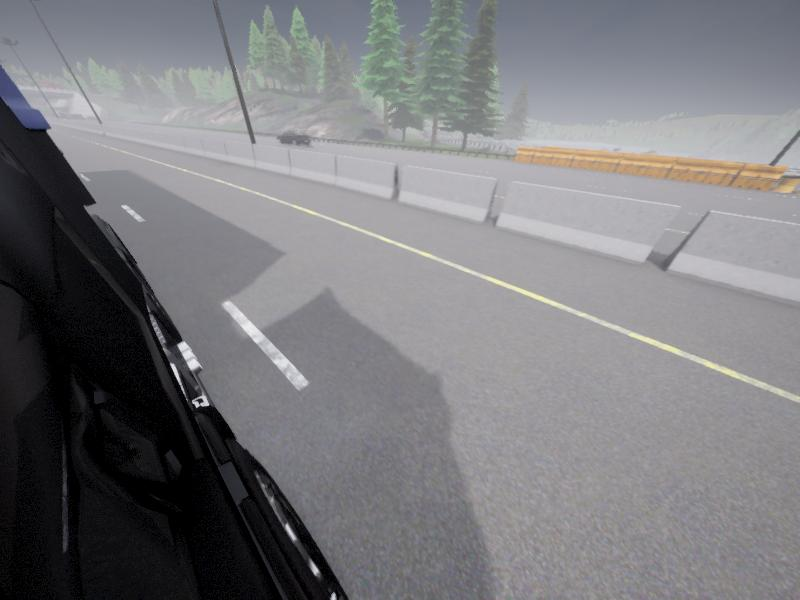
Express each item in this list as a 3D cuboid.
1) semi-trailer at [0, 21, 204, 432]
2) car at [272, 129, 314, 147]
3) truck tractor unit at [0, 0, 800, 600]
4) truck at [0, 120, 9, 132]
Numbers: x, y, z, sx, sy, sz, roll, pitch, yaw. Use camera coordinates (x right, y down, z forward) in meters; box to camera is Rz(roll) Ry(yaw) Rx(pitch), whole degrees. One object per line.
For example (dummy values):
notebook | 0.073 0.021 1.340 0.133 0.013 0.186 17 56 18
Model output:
semi-trailer | -8.853 -3.487 4.081 14.254 4.402 2.717 26 42 28
car | -13.010 -19.742 28.149 5.008 1.535 1.882 24 42 26
truck tractor unit | -2.645 -0.295 0.352 6.516 4.208 3.053 28 44 30
truck | -50.505 -21.850 27.729 5.204 2.467 2.627 24 42 27
